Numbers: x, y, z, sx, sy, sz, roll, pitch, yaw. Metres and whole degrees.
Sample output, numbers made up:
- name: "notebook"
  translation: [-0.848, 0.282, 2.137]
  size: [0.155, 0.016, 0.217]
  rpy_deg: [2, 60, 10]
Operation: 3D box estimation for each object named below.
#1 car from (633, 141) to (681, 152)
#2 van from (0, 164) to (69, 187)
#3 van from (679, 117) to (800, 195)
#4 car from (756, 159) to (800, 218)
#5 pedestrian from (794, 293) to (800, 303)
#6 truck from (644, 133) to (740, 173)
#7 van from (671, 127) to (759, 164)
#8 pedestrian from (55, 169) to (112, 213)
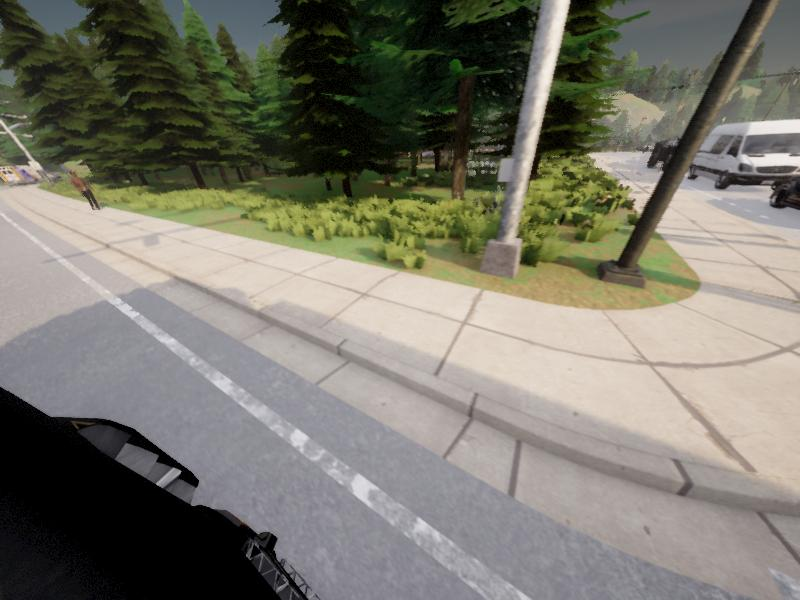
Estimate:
- name: "car"
  translation: [41.099, -24.600, 37.071]
  size: [4.718, 1.301, 1.895]
  rpy_deg: [6, 34, 14]
- name: "van"
  translation: [-56.495, -19.293, 35.609]
  size: [2.351, 2.431, 6.366]
  rpy_deg: [-9, 34, -9]
- name: "van"
  translation: [16.562, -6.981, 11.076]
  size: [1.988, 2.561, 5.915]
  rpy_deg: [16, 38, 27]
- name: "car"
  translation: [12.727, -2.836, 6.129]
  size: [1.994, 1.385, 4.181]
  rpy_deg: [16, 38, 27]
- name: "pedestrian"
  translation: [5.749, -0.517, 2.373]
  size: [0.751, 1.860, 0.751]
  rpy_deg: [16, 38, 26]
- name: "truck"
  translation: [20.940, -10.909, 17.117]
  size: [2.390, 2.098, 6.274]
  rpy_deg: [17, 38, 27]
- name: "van"
  translation: [27.961, -13.998, 20.971]
  size: [2.351, 2.431, 6.366]
  rpy_deg: [16, 38, 27]
- name: "pedestrian"
  translation: [-15.633, -5.416, 11.466]
  size: [0.751, 1.860, 0.751]
  rpy_deg: [13, 36, 23]
